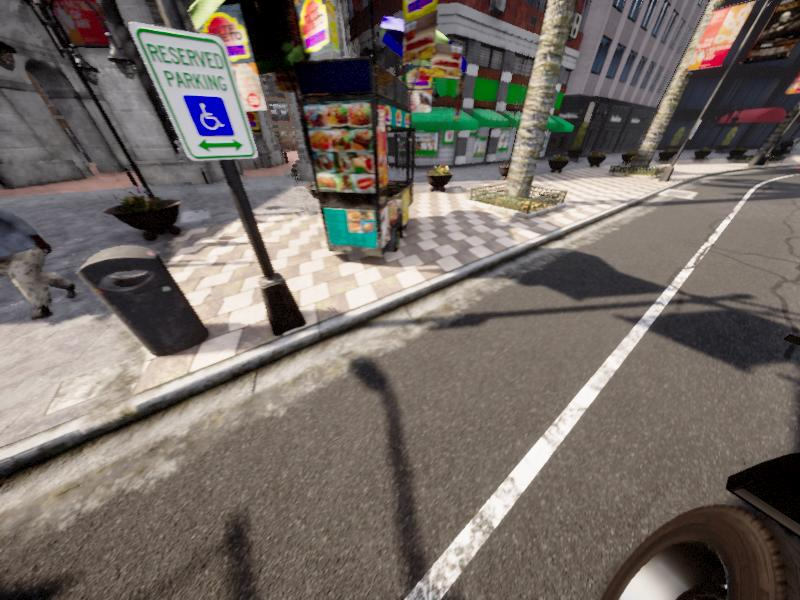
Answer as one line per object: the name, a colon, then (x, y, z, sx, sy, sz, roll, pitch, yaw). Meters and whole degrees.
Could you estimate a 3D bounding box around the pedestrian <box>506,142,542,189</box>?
pedestrian: (5.897, -6.460, 11.082, 0.751, 1.860, 0.751, -21, 40, -26)

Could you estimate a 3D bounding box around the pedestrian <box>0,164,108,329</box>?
pedestrian: (-5.113, -0.663, 2.964, 0.751, 1.860, 0.751, -16, 38, -21)

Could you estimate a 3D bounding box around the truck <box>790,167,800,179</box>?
truck: (29.220, -9.334, 13.563, 8.468, 3.827, 2.891, -12, 37, -15)

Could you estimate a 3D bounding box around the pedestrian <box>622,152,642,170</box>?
pedestrian: (17.092, -10.256, 17.024, 0.500, 1.100, 0.500, -17, 39, -22)

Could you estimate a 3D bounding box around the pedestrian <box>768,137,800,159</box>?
pedestrian: (39.382, -15.527, 23.645, 0.751, 1.860, 0.751, -6, 36, -7)
